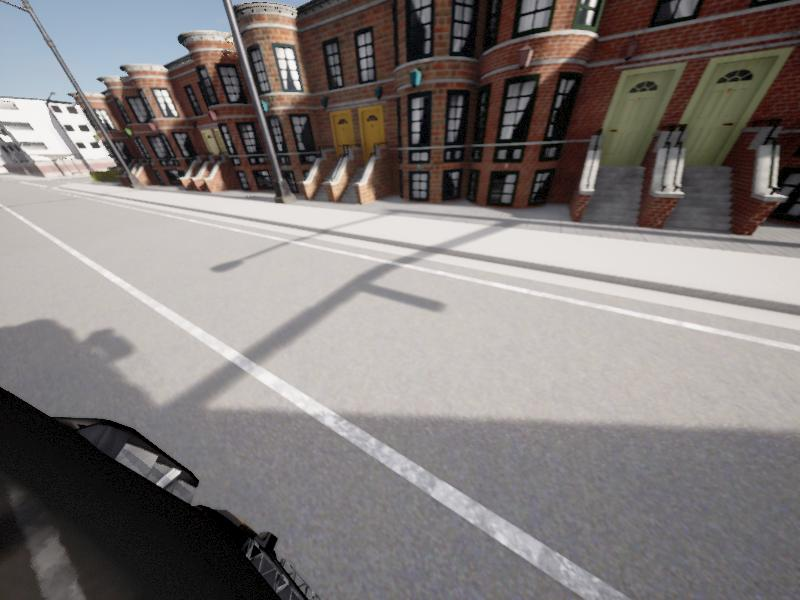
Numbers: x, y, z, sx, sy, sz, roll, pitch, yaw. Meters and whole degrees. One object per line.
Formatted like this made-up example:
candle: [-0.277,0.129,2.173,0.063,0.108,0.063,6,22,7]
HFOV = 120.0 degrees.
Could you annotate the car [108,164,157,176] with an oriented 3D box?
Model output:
car: [-47.107,-23.102,40.870,2.033,1.411,5.357,17,38,27]

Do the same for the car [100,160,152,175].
car: [-50.043,-24.337,42.354,2.150,2.045,5.566,17,38,27]
